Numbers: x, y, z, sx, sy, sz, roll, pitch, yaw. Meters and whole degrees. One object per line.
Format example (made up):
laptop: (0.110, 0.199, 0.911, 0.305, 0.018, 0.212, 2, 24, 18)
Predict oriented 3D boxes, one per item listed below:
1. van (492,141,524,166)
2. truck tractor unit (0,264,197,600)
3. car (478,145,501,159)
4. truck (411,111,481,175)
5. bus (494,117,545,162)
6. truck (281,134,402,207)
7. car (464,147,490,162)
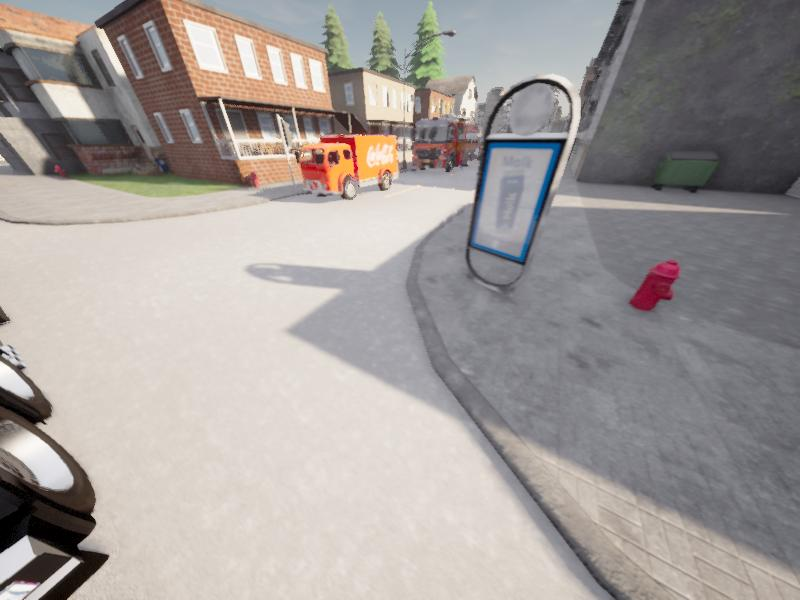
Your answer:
van: (11.844, -16.070, 25.192, 2.069, 2.038, 4.480, 18, 39, 24)
truck tractor unit: (-5.115, -0.296, 0.777, 6.516, 4.208, 3.053, 18, 39, 24)
car: (13.125, -21.707, 33.718, 1.882, 1.535, 5.008, 18, 39, 25)
truck: (4.293, -13.833, 20.490, 2.891, 3.827, 8.468, 18, 39, 25)
bus: (16.287, -21.542, 31.076, 3.944, 4.253, 10.273, 18, 39, 24)
truck: (-2.368, -6.604, 11.340, 2.627, 2.467, 5.204, 19, 40, 25)
car: (9.690, -18.223, 28.892, 1.994, 1.385, 4.181, 17, 39, 24)
